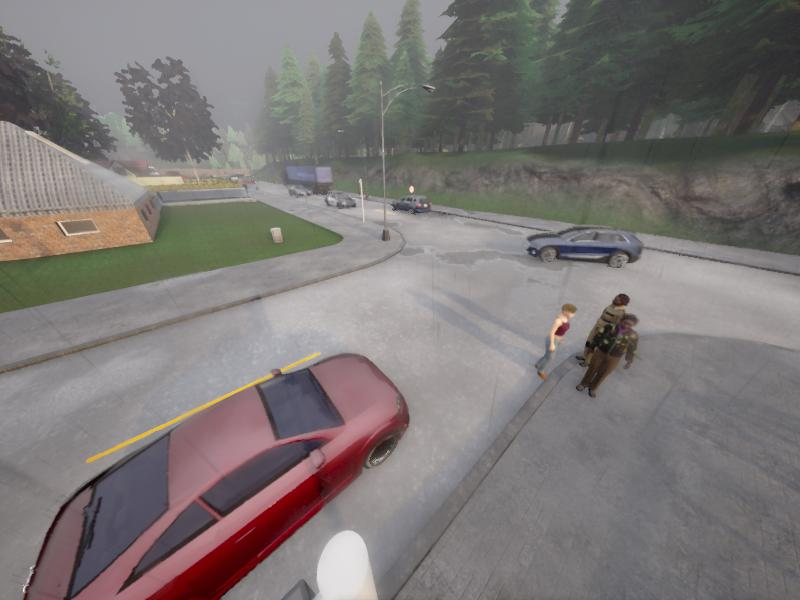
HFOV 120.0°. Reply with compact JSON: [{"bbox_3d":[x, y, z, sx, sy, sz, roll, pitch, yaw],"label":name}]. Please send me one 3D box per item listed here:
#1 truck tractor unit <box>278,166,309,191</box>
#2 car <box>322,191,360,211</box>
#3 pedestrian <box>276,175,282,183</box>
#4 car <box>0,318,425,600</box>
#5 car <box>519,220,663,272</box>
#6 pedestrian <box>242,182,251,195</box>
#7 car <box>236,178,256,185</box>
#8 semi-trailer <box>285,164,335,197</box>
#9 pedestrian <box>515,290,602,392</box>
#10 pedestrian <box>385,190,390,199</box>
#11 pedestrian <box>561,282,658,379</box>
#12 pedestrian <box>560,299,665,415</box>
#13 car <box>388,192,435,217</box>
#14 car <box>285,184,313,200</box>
[{"bbox_3d":[-21.258,-24.293,46.065,3.053,4.208,6.516,-23,37,-34],"label":"truck tractor unit"},{"bbox_3d":[-6.778,-11.370,26.389,2.038,1.542,4.974,-23,36,-34],"label":"car"},{"bbox_3d":[-34.707,-34.726,66.242,0.751,1.860,0.751,-25,38,-36],"label":"pedestrian"},{"bbox_3d":[-1.857,2.037,3.316,4.181,1.385,1.994,-23,37,-34],"label":"car"},{"bbox_3d":[8.879,-2.787,11.412,4.856,1.649,2.033,7,30,13],"label":"car"},{"bbox_3d":[-25.271,-18.421,38.001,0.751,1.860,0.751,-16,34,-25],"label":"pedestrian"},{"bbox_3d":[-40.414,-31.183,60.691,3.633,1.501,1.845,0,30,1],"label":"car"},{"bbox_3d":[-16.187,-21.339,40.749,2.717,4.402,14.254,-23,37,-34],"label":"semi-trailer"},{"bbox_3d":[3.185,0.853,4.786,0.751,1.860,0.751,-18,34,-28],"label":"pedestrian"},{"bbox_3d":[-1.737,-15.074,32.964,0.500,1.100,0.500,23,37,34],"label":"pedestrian"},{"bbox_3d":[4.288,0.653,4.929,0.751,1.860,0.751,9,31,16],"label":"pedestrian"},{"bbox_3d":[3.798,1.044,4.252,0.751,1.860,0.751,-25,39,-37],"label":"pedestrian"},{"bbox_3d":[1.055,-9.878,23.651,2.242,1.667,4.611,-23,37,-34],"label":"car"},{"bbox_3d":[-15.455,-16.595,35.333,2.152,1.651,5.027,-23,37,-34],"label":"car"}]
